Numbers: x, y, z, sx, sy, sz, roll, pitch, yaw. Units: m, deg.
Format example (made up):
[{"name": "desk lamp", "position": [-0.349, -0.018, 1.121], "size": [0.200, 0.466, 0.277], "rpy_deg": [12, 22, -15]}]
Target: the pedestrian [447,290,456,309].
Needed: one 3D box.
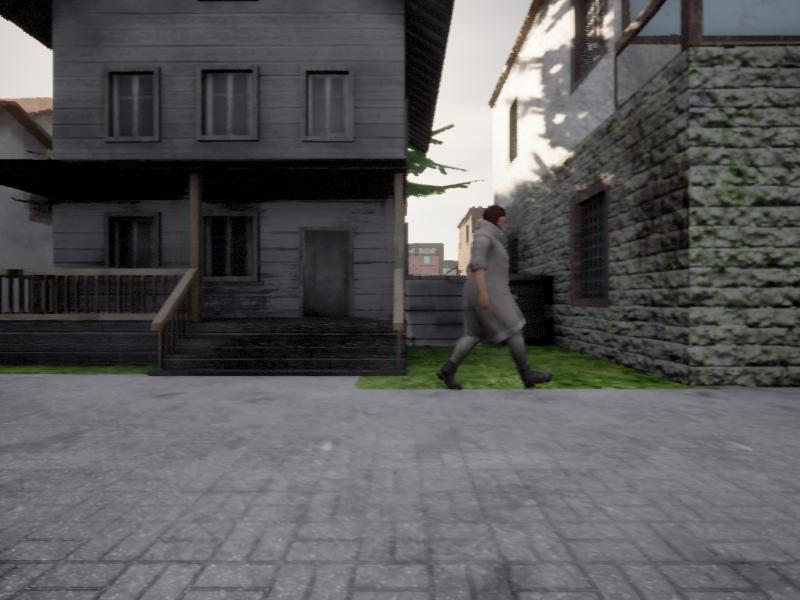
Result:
[{"name": "pedestrian", "position": [4.956, -0.073, 38.744], "size": [0.751, 1.860, 0.751], "rpy_deg": [0, 0, 0]}]

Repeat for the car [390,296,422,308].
[{"name": "car", "position": [0.732, 0.254, 48.011], "size": [3.806, 1.475, 1.970], "rpy_deg": [0, 0, 0]}]

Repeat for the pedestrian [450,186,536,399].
[{"name": "pedestrian", "position": [0.870, -0.068, 3.920], "size": [0.751, 1.860, 0.751], "rpy_deg": [0, 0, 8]}]
